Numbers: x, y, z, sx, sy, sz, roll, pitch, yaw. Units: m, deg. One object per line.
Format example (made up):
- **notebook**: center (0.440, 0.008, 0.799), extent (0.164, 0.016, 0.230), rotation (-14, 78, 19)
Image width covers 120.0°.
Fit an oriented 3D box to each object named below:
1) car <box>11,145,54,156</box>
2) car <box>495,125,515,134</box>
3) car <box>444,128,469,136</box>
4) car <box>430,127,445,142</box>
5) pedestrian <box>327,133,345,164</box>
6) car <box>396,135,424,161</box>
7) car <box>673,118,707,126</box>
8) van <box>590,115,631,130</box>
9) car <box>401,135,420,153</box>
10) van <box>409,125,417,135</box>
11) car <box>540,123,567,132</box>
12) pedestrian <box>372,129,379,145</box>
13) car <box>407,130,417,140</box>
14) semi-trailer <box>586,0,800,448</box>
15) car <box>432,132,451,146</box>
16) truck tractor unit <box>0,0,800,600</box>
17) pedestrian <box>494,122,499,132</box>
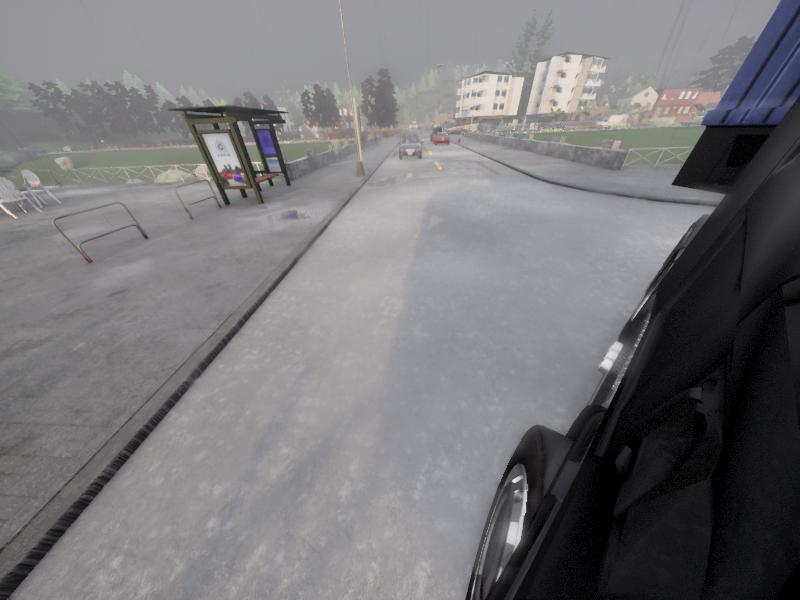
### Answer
- **car**: center (-83.674, -34.097, 52.707), extent (2.033, 1.649, 4.856), rotation (0, 37, 4)
- **car**: center (25.101, -41.005, 55.497), extent (3.806, 1.475, 1.970), rotation (0, 37, 4)
- **car**: center (13.660, -40.924, 56.147), extent (5.357, 1.411, 2.033), rotation (-2, 37, 1)
- **car**: center (5.968, -26.798, 37.384), extent (1.905, 1.878, 3.866), rotation (0, 37, 4)
- **pedestrian**: center (-4.609, -11.012, 16.811), extent (0.751, 1.860, 0.751), rotation (0, 37, 4)
- **car**: center (0.939, -13.008, 19.641), extent (2.128, 1.511, 4.902), rotation (1, 37, 4)
- **car**: center (66.343, -40.868, 52.981), extent (4.718, 1.301, 1.895), rotation (0, 37, 4)
- **van**: center (48.782, -41.349, 53.736), extent (6.366, 2.431, 2.351), rotation (0, 37, 4)
- **car**: center (1.196, -17.098, 25.251), extent (1.895, 1.301, 4.718), rotation (0, 37, 4)
- **van**: center (4.196, -53.837, 73.052), extent (2.351, 2.431, 6.366), rotation (0, 37, 4)
- **car**: center (36.400, -40.994, 54.787), extent (4.892, 1.490, 1.837), rotation (0, 37, 3)
- **pedestrian**: center (-3.515, -23.682, 33.618), extent (0.751, 1.860, 0.751), rotation (-1, 37, 3)
- **car**: center (2.493, -32.745, 45.843), extent (1.837, 1.490, 4.892), rotation (0, 37, 4)
- **semi-trailer**: center (9.992, -2.009, 2.023), extent (14.254, 4.402, 2.717), rotation (-8, 37, -7)
- **car**: center (5.637, -22.295, 31.843), extent (1.994, 1.385, 4.181), rotation (-1, 37, 2)
- **truck tractor unit**: center (2.645, -0.295, 0.351), extent (6.516, 4.208, 3.053), rotation (-28, 44, -30)
- **pedestrian**: center (25.018, -44.970, 60.054), extent (0.751, 1.860, 0.751), rotation (0, 37, 3)
